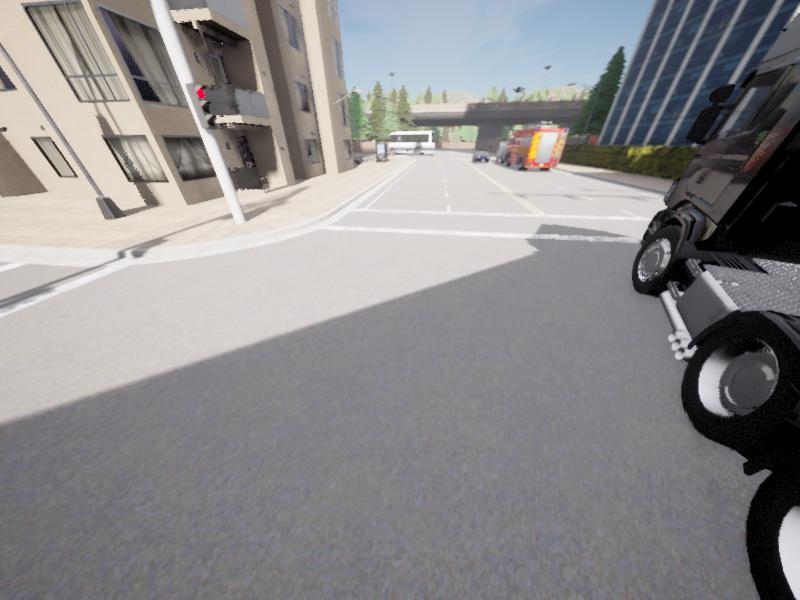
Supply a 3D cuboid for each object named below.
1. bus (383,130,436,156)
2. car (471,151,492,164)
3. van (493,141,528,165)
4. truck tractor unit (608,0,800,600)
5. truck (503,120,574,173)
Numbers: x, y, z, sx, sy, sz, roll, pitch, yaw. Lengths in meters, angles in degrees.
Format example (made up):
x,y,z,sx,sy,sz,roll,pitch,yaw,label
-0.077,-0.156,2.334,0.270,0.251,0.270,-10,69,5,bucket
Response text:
x,y,z,sx,sy,sz,roll,pitch,yaw,label
2.047,-33.408,49.346,10.273,4.253,3.944,12,35,17,bus
11.353,-20.066,32.415,1.895,1.301,4.718,4,34,7,car
14.771,-20.080,31.413,2.351,2.431,6.366,4,35,7,van
4.469,-0.679,1.339,3.053,4.208,6.516,20,39,26,truck tractor unit
13.524,-15.723,23.773,2.891,3.827,8.468,4,35,7,truck
